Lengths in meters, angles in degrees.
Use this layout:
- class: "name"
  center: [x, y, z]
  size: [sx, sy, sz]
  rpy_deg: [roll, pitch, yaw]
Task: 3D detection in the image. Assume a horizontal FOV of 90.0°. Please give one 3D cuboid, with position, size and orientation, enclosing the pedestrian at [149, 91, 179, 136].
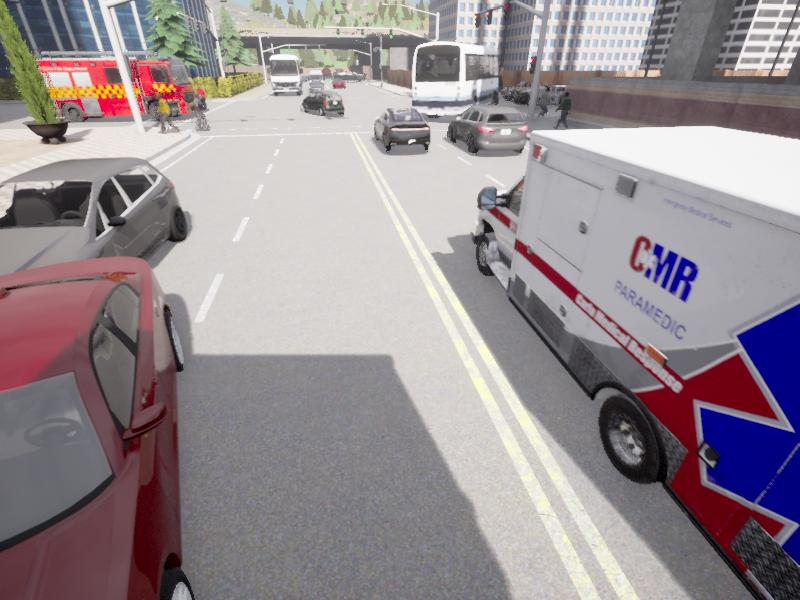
- class: "pedestrian"
  center: [-11.258, -8.907, 19.085]
  size: [0.751, 1.860, 0.751]
  rpy_deg: [-16, 34, -25]

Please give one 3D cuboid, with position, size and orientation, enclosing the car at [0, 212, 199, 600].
- class: "car"
  center: [-2.732, 0.952, 2.860]
  size: [1.882, 1.535, 5.008]
  rpy_deg: [-14, 33, -23]

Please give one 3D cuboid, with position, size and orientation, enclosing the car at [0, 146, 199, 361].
- class: "car"
  center: [-5.174, -1.130, 6.313]
  size: [2.242, 1.667, 4.611]
  rpy_deg: [-5, 30, -8]

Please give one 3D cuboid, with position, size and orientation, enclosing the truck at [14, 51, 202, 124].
- class: "truck"
  center: [-17.814, -13.446, 25.270]
  size: [8.468, 3.827, 2.891]
  rpy_deg: [-4, 30, -6]

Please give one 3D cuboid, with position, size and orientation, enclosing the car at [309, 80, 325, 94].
- class: "car"
  center: [-10.762, -27.580, 51.813]
  size: [1.812, 1.442, 4.674]
  rpy_deg: [-5, 31, -9]

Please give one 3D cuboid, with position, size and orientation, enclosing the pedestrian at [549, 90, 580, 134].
- class: "pedestrian"
  center: [8.049, -9.221, 19.591]
  size: [0.751, 1.860, 0.751]
  rpy_deg: [-17, 34, -26]

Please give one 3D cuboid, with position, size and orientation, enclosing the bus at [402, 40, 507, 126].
- class: "bus"
  center: [4.068, -14.912, 27.329]
  size: [3.944, 4.253, 10.273]
  rpy_deg: [12, 33, 21]

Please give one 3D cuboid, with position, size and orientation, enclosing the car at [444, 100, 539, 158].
- class: "car"
  center: [3.619, -7.396, 17.012]
  size: [2.242, 1.667, 4.611]
  rpy_deg: [-5, 31, -9]

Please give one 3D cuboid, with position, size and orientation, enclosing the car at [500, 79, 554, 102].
- class: "car"
  center: [12.688, -21.113, 40.273]
  size: [4.605, 1.855, 1.932]
  rpy_deg: [-4, 31, -7]

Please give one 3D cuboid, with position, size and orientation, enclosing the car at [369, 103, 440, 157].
- class: "car"
  center: [0.014, -7.466, 17.296]
  size: [2.128, 1.511, 4.902]
  rpy_deg: [-5, 31, -9]

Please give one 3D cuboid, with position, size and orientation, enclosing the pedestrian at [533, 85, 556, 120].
- class: "pedestrian"
  center: [8.835, -12.060, 24.450]
  size: [0.751, 1.860, 0.751]
  rpy_deg: [-6, 31, -9]

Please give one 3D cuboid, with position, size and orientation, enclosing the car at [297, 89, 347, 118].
- class: "car"
  center: [-5.627, -14.147, 28.702]
  size: [1.789, 1.549, 3.705]
  rpy_deg: [-23, 37, -34]

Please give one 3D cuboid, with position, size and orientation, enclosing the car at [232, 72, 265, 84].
- class: "car"
  center: [-30.122, -44.224, 79.627]
  size: [5.566, 2.045, 2.150]
  rpy_deg: [-4, 30, -6]

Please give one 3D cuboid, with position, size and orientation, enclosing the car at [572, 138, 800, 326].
- class: "car"
  center: [5.636, -1.737, 7.409]
  size: [1.801, 1.575, 5.366]
  rpy_deg: [-5, 31, -9]

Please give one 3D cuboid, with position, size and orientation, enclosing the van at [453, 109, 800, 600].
- class: "van"
  center: [2.702, -0.365, 4.227]
  size: [2.351, 2.431, 6.366]
  rpy_deg: [-5, 31, -9]

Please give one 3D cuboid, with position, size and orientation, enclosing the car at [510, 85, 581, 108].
- class: "car"
  center: [12.344, -17.409, 34.169]
  size: [5.238, 1.638, 1.930]
  rpy_deg: [-5, 31, -9]

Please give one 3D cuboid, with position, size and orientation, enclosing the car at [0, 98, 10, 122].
- class: "car"
  center: [-27.674, -11.698, 24.469]
  size: [4.856, 1.649, 2.033]
  rpy_deg: [-6, 31, -9]

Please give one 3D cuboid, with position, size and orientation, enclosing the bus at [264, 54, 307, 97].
- class: "bus"
  center: [-13.911, -27.981, 49.722]
  size: [3.944, 4.253, 10.273]
  rpy_deg: [-5, 31, -9]

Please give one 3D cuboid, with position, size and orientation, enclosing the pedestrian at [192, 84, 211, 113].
- class: "pedestrian"
  center: [-14.864, -15.094, 29.983]
  size: [0.751, 1.860, 0.751]
  rpy_deg: [-19, 35, -29]

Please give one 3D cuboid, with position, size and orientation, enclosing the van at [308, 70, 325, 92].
- class: "van"
  center: [-12.154, -31.900, 58.126]
  size: [1.988, 2.561, 5.915]
  rpy_deg: [-5, 31, -9]

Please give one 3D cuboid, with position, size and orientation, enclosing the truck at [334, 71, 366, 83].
- class: "truck"
  center: [-10.362, -46.065, 82.752]
  size: [6.274, 2.098, 2.390]
  rpy_deg: [-5, 31, -9]

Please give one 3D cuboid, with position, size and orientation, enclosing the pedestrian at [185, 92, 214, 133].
- class: "pedestrian"
  center: [-10.422, -9.765, 20.855]
  size: [0.751, 1.860, 0.751]
  rpy_deg: [-1, 30, -2]

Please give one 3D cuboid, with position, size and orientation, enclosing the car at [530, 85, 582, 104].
- class: "car"
  center: [14.602, -19.329, 37.615]
  size: [3.806, 1.475, 1.970]
  rpy_deg: [-5, 31, -8]

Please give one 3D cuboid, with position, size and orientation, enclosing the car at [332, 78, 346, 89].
- class: "car"
  center: [-9.975, -35.258, 65.029]
  size: [1.994, 1.385, 4.181]
  rpy_deg: [-5, 31, -9]
